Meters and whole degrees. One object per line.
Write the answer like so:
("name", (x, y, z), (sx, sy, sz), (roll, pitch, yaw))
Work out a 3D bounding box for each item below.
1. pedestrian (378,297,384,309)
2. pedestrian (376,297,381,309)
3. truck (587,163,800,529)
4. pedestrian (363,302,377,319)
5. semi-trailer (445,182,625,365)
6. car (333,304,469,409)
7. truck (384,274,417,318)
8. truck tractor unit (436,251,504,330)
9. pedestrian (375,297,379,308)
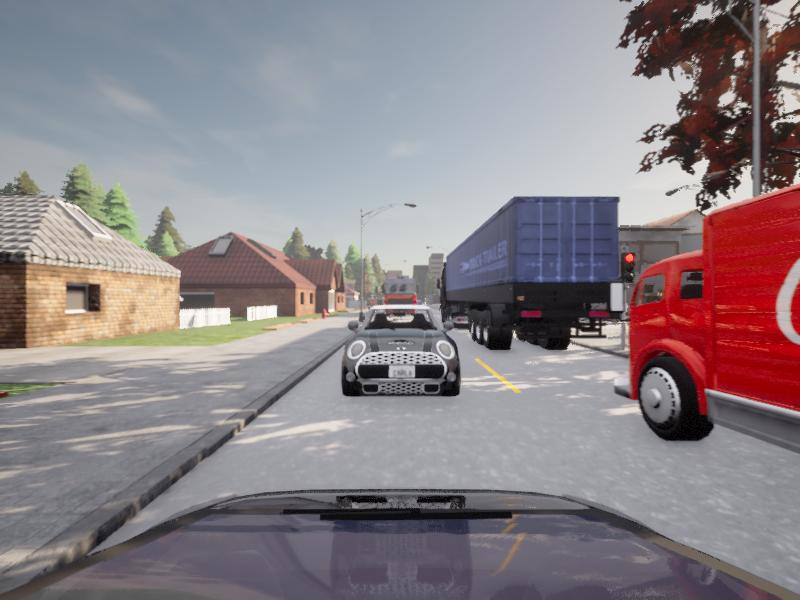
("pedestrian", (-2.875, 0.472, 60.886), (0.751, 1.860, 0.751), (0, 0, -7))
("pedestrian", (-3.591, 0.468, 65.502), (0.751, 1.860, 0.751), (0, 0, -8))
("truck", (4.010, 0.325, 3.116), (2.627, 2.467, 5.204), (0, -2, 0))
("pedestrian", (-2.279, 0.783, 30.332), (0.751, 1.300, 0.751), (0, 0, -29))
("semi-trailer", (4.031, -0.635, 16.723), (2.717, 4.402, 14.254), (0, 0, 0))
("car", (0.013, 0.845, 7.709), (1.970, 1.475, 3.806), (0, 0, 0))
("truck", (0.045, -0.360, 39.106), (2.891, 3.827, 8.468), (0, 0, 0))
("truck tractor unit", (4.029, -0.545, 24.634), (3.053, 4.208, 6.516), (0, 0, 0))
("pedestrian", (-4.262, 0.459, 73.916), (0.751, 1.860, 0.751), (0, 0, -2))
